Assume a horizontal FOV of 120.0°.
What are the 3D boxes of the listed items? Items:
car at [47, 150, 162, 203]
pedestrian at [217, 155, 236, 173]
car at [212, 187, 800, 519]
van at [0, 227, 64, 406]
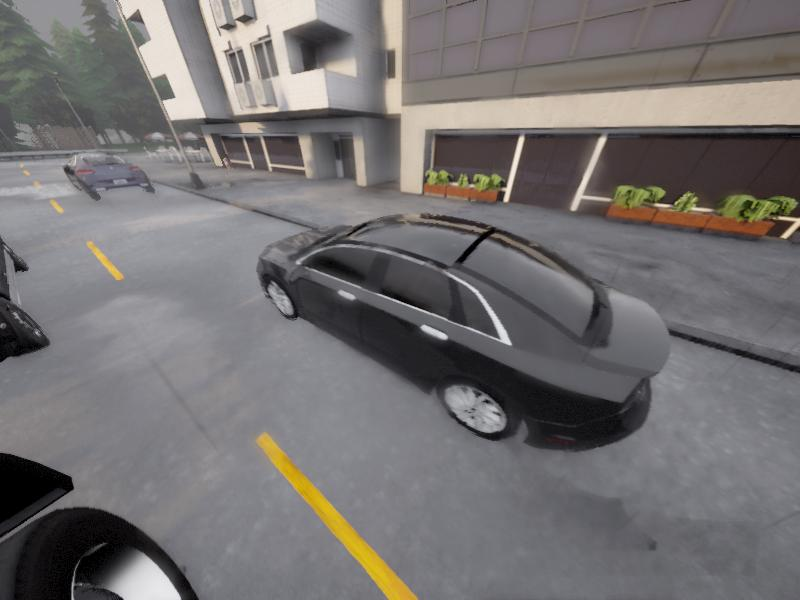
[{"bbox_3d":[-13.936,-5.992,10.899,5.027,1.651,2.152,22,41,28],"label":"car"},{"bbox_3d":[-12.188,-9.558,16.249,0.500,1.100,0.500,1,35,1],"label":"pedestrian"},{"bbox_3d":[0.012,-0.269,2.999,4.892,1.490,1.837,22,41,28],"label":"car"},{"bbox_3d":[-6.837,-0.669,2.613,5.915,2.561,1.988,22,40,28],"label":"van"}]
